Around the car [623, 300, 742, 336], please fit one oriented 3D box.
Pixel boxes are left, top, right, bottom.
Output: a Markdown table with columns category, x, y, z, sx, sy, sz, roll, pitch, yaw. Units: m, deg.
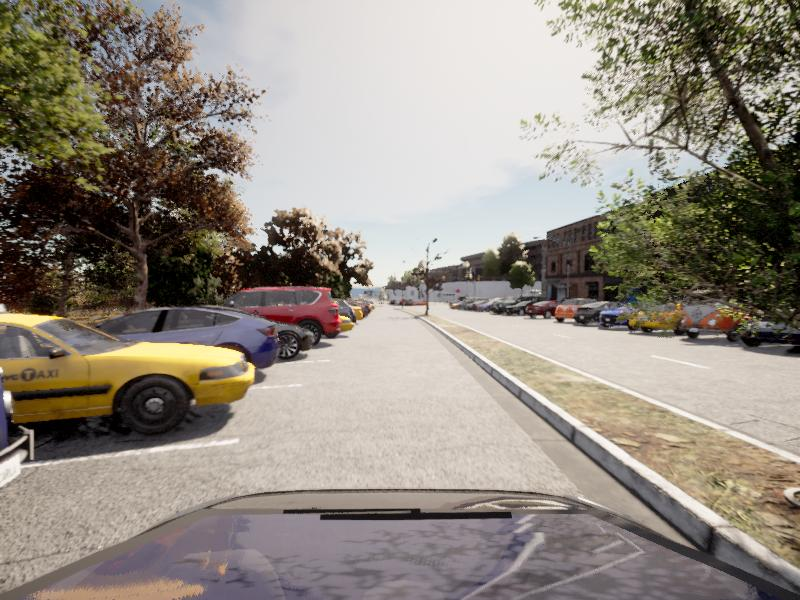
| category | x | y | z | sx | sy | sz | roll | pitch | yaw |
| --- | --- | --- | --- | --- | --- | --- | --- | --- | --- |
| car | 13.534 | 0.814 | 19.127 | 5.366 | 1.575 | 1.946 | 1 | 0 | -20 |

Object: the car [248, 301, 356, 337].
| category | x | y | z | sx | sy | sz | roll | pitch | yaw |
| --- | --- | --- | --- | --- | --- | --- | --- | --- | --- |
| car | -4.846 | 0.841 | 19.726 | 4.892 | 1.521 | 2.231 | -1 | 0 | -20 |

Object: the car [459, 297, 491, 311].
| category | x | y | z | sx | sy | sz | roll | pitch | yaw |
| --- | --- | --- | --- | --- | --- | --- | --- | --- | --- |
| car | 11.506 | 0.591 | 61.244 | 4.442 | 1.987 | 1.878 | 1 | 0 | -25 |

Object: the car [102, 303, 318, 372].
| category | x | y | z | sx | sy | sz | roll | pitch | yaw |
| --- | --- | --- | --- | --- | --- | --- | --- | --- | --- |
| car | -4.798 | 0.864 | 10.823 | 4.792 | 1.488 | 2.163 | -1 | 0 | -20 |

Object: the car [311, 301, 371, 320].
| category | x | y | z | sx | sy | sz | roll | pitch | yaw |
| --- | --- | --- | --- | --- | --- | --- | --- | --- | --- |
| car | -5.116 | 0.879 | 34.562 | 4.792 | 1.488 | 2.163 | -1 | 0 | -22 |

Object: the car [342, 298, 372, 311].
| category | x | y | z | sx | sy | sz | roll | pitch | yaw |
| --- | --- | --- | --- | --- | --- | --- | --- | --- | --- |
| car | -6.919 | 0.645 | 64.147 | 4.442 | 1.987 | 1.878 | -1 | 0 | -25 |

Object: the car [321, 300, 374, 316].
| category | x | y | z | sx | sy | sz | roll | pitch | yaw |
| --- | --- | --- | --- | --- | --- | --- | --- | --- | --- |
| car | -5.693 | 0.856 | 43.347 | 5.366 | 1.575 | 1.946 | -1 | 0 | -23 |

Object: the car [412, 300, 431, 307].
| category | x | y | z | sx | sy | sz | roll | pitch | yaw |
| --- | --- | --- | --- | --- | --- | --- | --- | --- | --- |
| car | 5.838 | 0.911 | 107.814 | 4.553 | 1.767 | 2.185 | 0 | 0 | -30 |

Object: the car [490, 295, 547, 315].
| category | x | y | z | sx | sy | sz | roll | pitch | yaw |
| --- | --- | --- | --- | --- | --- | --- | --- | --- | --- |
| car | 12.761 | 0.564 | 43.193 | 5.566 | 2.045 | 2.435 | 1 | 0 | -23 |

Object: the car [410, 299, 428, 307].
| category | x | y | z | sx | sy | sz | roll | pitch | yaw |
| --- | --- | --- | --- | --- | --- | --- | --- | --- | --- |
| car | 5.240 | 0.806 | 110.731 | 4.442 | 1.987 | 1.878 | 0 | 0 | -31 |

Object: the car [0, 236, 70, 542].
| category | x | y | z | sx | sy | sz | roll | pitch | yaw |
| --- | --- | --- | --- | --- | --- | --- | --- | --- | --- |
| car | -4.722 | 0.603 | 1.925 | 4.442 | 1.987 | 1.878 | -1 | 0 | -20 |

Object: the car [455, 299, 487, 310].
| category | x | y | z | sx | sy | sz | roll | pitch | yaw |
| --- | --- | --- | --- | --- | --- | --- | --- | --- | --- |
| car | 11.379 | 0.693 | 64.317 | 4.553 | 1.767 | 2.185 | 1 | 0 | -25 |

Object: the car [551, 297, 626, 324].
| category | x | y | z | sx | sy | sz | roll | pitch | yaw |
| --- | --- | --- | --- | --- | --- | --- | --- | --- | --- |
| car | 13.242 | 0.689 | 28.108 | 4.553 | 1.767 | 2.185 | 1 | 0 | -21 |

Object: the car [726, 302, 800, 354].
| category | x | y | z | sx | sy | sz | roll | pitch | yaw |
| --- | --- | --- | --- | --- | --- | --- | --- | --- | --- |
| car | 13.402 | 0.843 | 13.044 | 4.792 | 1.488 | 2.163 | 1 | 0 | -20 |

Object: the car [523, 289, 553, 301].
| category | x | y | z | sx | sy | sz | roll | pitch | yaw |
| --- | --- | --- | --- | --- | --- | --- | --- | --- | --- |
| car | 28.555 | -1.037 | 82.983 | 2.435 | 2.045 | 5.566 | -7 | 4 | -30 |

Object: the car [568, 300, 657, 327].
| category | x | y | z | sx | sy | sz | roll | pitch | yaw |
| --- | --- | --- | --- | --- | --- | --- | --- | --- | --- |
| car | 13.299 | 0.816 | 25.089 | 4.892 | 1.521 | 2.231 | 1 | 0 | -21 |

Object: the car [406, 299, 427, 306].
| category | x | y | z | sx | sy | sz | roll | pitch | yaw |
| --- | --- | --- | --- | --- | --- | --- | --- | --- | --- |
| car | 4.770 | 0.778 | 113.733 | 5.566 | 2.045 | 2.435 | 1 | 0 | -31 |

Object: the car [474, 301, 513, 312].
| category | x | y | z | sx | sy | sz | roll | pitch | yaw |
| --- | --- | --- | --- | --- | --- | --- | --- | --- | --- |
| car | 12.277 | 0.857 | 52.257 | 4.674 | 1.452 | 2.002 | 1 | 0 | -24 |

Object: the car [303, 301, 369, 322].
| category | x | y | z | sx | sy | sz | roll | pitch | yaw |
| --- | --- | --- | --- | --- | --- | --- | --- | --- | --- |
| car | -5.083 | 0.878 | 31.568 | 4.792 | 1.488 | 2.163 | -1 | 0 | -21 |

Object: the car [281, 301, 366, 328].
| category | x | y | z | sx | sy | sz | roll | pitch | yaw |
| --- | --- | --- | --- | --- | --- | --- | --- | --- | --- |
| car | -4.915 | 0.844 | 25.659 | 5.008 | 1.535 | 2.097 | -1 | 0 | -21 |

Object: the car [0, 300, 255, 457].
| category | x | y | z | sx | sy | sz | roll | pitch | yaw |
| --- | --- | --- | --- | --- | --- | --- | --- | --- | --- |
| car | -4.650 | 0.827 | 4.923 | 5.366 | 1.575 | 1.946 | -1 | 0 | -20 |

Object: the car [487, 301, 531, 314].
| category | x | y | z | sx | sy | sz | roll | pitch | yaw |
| --- | --- | --- | --- | --- | --- | --- | --- | --- | --- |
| car | 12.627 | 0.856 | 46.230 | 4.674 | 1.452 | 2.002 | 1 | 0 | -23 |

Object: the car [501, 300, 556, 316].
| category | x | y | z | sx | sy | sz | roll | pitch | yaw |
| --- | --- | --- | --- | --- | --- | --- | --- | --- | --- |
| car | 12.921 | 0.816 | 40.189 | 5.008 | 1.535 | 2.097 | 1 | 0 | -23 |

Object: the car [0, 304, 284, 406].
| category | x | y | z | sx | sy | sz | roll | pitch | yaw |
| --- | --- | --- | --- | --- | --- | --- | --- | --- | --- |
| car | -4.850 | 0.863 | 7.820 | 4.792 | 1.488 | 2.163 | -1 | 0 | -20 |

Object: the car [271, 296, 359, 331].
| category | x | y | z | sx | sy | sz | roll | pitch | yaw |
| --- | --- | --- | --- | --- | --- | --- | --- | --- | --- |
| car | -4.854 | 0.716 | 22.704 | 4.553 | 1.767 | 2.185 | -1 | 0 | -21 |

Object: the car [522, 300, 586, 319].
| category | x | y | z | sx | sy | sz | roll | pitch | yaw |
| --- | --- | --- | --- | --- | --- | --- | --- | --- | --- |
| car | 13.120 | 0.815 | 34.154 | 5.008 | 1.535 | 2.097 | 1 | 0 | -22 |

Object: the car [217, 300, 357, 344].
| category | x | y | z | sx | sy | sz | roll | pitch | yaw |
| --- | --- | --- | --- | --- | --- | --- | --- | --- | --- |
| car | -4.662 | 0.833 | 16.825 | 5.366 | 1.575 | 1.946 | -1 | 0 | -20 |

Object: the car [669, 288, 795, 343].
| category | x | y | z | sx | sy | sz | roll | pitch | yaw |
| --- | --- | --- | --- | --- | --- | --- | --- | --- | --- |
| car | 13.266 | 0.586 | 16.000 | 4.442 | 1.987 | 1.878 | 1 | 0 | -20 |

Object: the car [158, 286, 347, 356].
| category | x | y | z | sx | sy | sz | roll | pitch | yaw |
| --- | --- | --- | --- | --- | --- | --- | --- | --- | --- |
| car | -4.854 | 0.586 | 13.772 | 5.566 | 2.045 | 2.435 | -1 | 0 | -20 |

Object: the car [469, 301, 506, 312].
| category | x | y | z | sx | sy | sz | roll | pitch | yaw |
| --- | --- | --- | --- | --- | --- | --- | --- | --- | --- |
| car | 12.065 | 0.857 | 55.274 | 4.674 | 1.452 | 2.002 | 1 | 0 | -24 |

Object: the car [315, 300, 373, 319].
| category | x | y | z | sx | sy | sz | roll | pitch | yaw |
| --- | --- | --- | --- | --- | --- | --- | --- | --- | --- |
| car | -5.246 | 0.852 | 37.505 | 5.008 | 1.535 | 2.097 | -1 | 0 | -22 |

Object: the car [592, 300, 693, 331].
| category | x | y | z | sx | sy | sz | roll | pitch | yaw |
| --- | --- | --- | --- | --- | --- | --- | --- | --- | --- |
| car | 13.352 | 0.815 | 22.070 | 5.008 | 1.535 | 2.097 | 1 | 0 | -21 |
